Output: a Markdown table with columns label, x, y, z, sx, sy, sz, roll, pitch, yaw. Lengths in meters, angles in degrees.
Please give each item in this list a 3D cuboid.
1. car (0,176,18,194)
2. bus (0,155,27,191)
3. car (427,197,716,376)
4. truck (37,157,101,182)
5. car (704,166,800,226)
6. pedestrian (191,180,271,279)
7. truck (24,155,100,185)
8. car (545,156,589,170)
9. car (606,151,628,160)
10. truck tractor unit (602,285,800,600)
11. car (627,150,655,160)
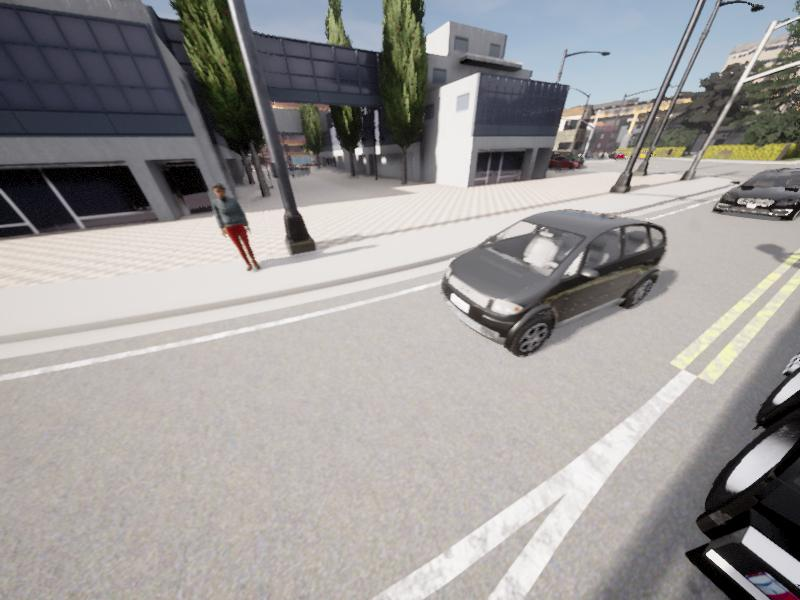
| label | x | y | z | sx | sy | sz | roll | pitch | yaw |
| --- | --- | --- | --- | --- | --- | --- | --- | --- | --- |
| car | -46.534 | -12.847 | 25.955 | 1.851 | 1.617 | 3.988 | -18 | 36 | -24 |
| bus | -51.650 | -14.656 | 26.625 | 3.944 | 4.253 | 10.273 | -18 | 35 | -23 |
| car | 2.531 | -0.571 | 3.821 | 3.705 | 1.549 | 1.789 | -15 | 35 | -20 |
| truck | -62.791 | -25.124 | 44.237 | 2.891 | 3.827 | 8.468 | -18 | 35 | -23 |
| car | 14.524 | -4.191 | 8.945 | 4.892 | 1.490 | 1.837 | -18 | 35 | -23 |
| pedestrian | -3.538 | -1.514 | 5.043 | 0.751 | 1.860 | 0.751 | -16 | 35 | -21 |
| truck | -54.773 | -21.440 | 37.953 | 2.891 | 3.827 | 8.468 | -18 | 36 | -23 |
| car | 22.426 | -18.574 | 31.233 | 1.816 | 1.474 | 4.193 | -17 | 36 | -23 |
| car | 47.804 | -31.923 | 51.055 | 1.970 | 1.475 | 3.806 | 8 | 34 | 15 |
| truck tractor unit | 5.097 | -0.318 | 0.771 | 6.516 | 4.208 | 3.053 | -18 | 35 | -22 |
| car | 50.767 | -30.672 | 48.825 | 1.801 | 1.575 | 5.366 | 7 | 33 | 15 |
